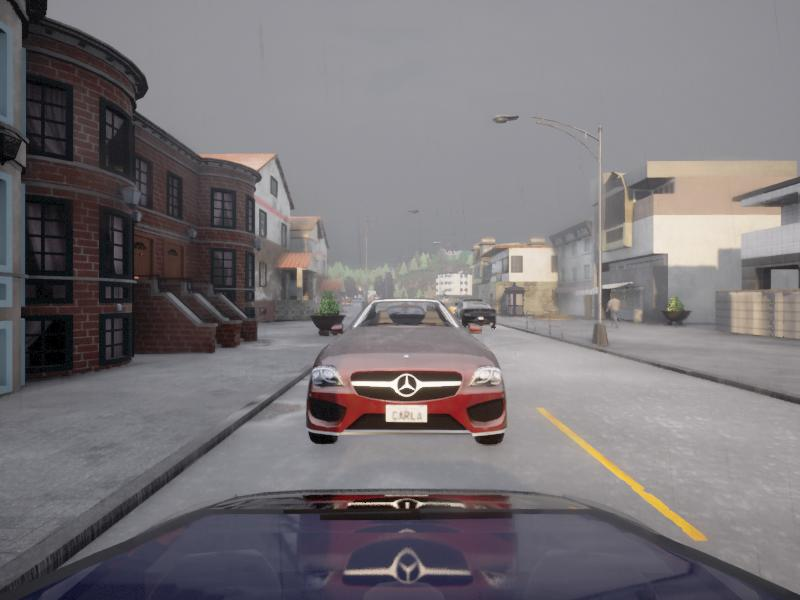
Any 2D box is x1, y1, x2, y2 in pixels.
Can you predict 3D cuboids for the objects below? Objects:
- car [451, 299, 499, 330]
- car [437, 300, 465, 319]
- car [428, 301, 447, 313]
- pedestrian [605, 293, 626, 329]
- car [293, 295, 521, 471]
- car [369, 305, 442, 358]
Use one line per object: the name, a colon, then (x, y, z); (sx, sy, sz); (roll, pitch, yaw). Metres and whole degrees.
car: (4.304, 0.771, 23.711); (1.930, 1.638, 5.238); (0, 0, 1)
car: (4.451, 0.800, 35.663); (1.801, 1.575, 5.366); (0, 0, 1)
car: (4.623, 0.828, 49.711); (2.007, 1.525, 4.514); (0, 0, 1)
pedestrian: (11.293, 0.547, 21.011); (0.751, 1.860, 0.751); (0, 0, 7)
car: (0.089, 0.781, 6.286); (2.152, 1.651, 5.027); (0, 0, 1)
car: (0.180, 0.895, 13.768); (2.033, 1.411, 5.357); (0, 0, 1)
